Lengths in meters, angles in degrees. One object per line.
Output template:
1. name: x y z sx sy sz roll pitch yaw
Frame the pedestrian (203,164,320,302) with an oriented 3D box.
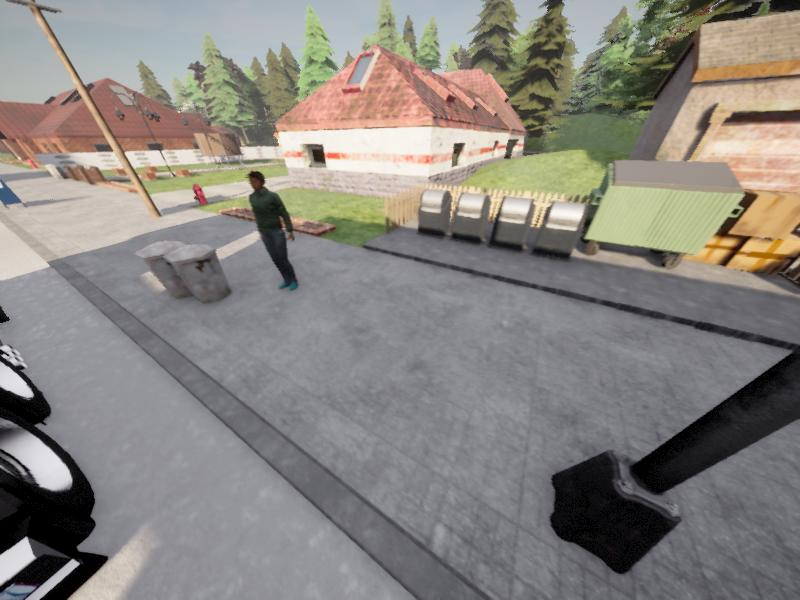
1. pedestrian: -1.970 -1.000 3.600 0.751 1.860 0.751 9 36 13

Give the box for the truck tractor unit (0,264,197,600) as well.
1. truck tractor unit: -5.110 -0.301 0.779 6.516 4.208 3.053 18 39 24
